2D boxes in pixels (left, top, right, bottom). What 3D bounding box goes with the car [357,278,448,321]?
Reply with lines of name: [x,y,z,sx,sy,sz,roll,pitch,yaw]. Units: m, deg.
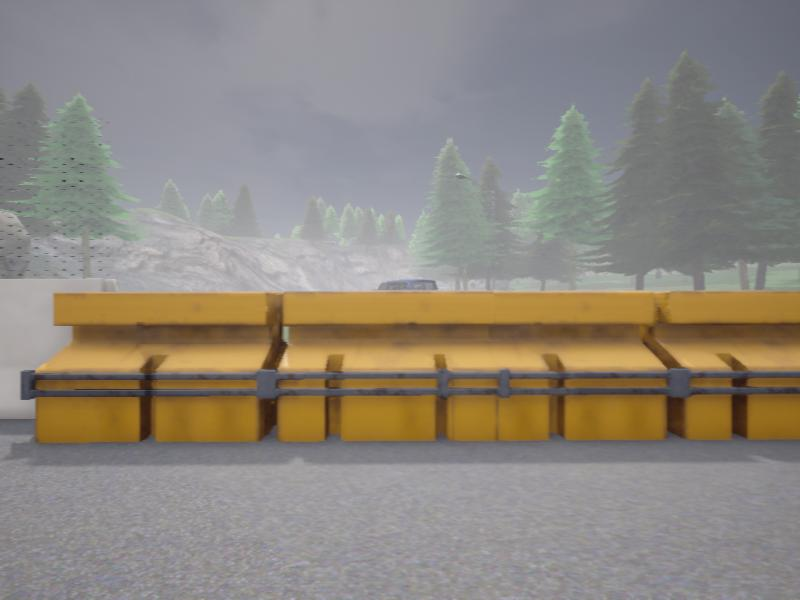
car: [-0.032,-0.033,21.960,2.150,2.045,5.566,0,0,-35]
